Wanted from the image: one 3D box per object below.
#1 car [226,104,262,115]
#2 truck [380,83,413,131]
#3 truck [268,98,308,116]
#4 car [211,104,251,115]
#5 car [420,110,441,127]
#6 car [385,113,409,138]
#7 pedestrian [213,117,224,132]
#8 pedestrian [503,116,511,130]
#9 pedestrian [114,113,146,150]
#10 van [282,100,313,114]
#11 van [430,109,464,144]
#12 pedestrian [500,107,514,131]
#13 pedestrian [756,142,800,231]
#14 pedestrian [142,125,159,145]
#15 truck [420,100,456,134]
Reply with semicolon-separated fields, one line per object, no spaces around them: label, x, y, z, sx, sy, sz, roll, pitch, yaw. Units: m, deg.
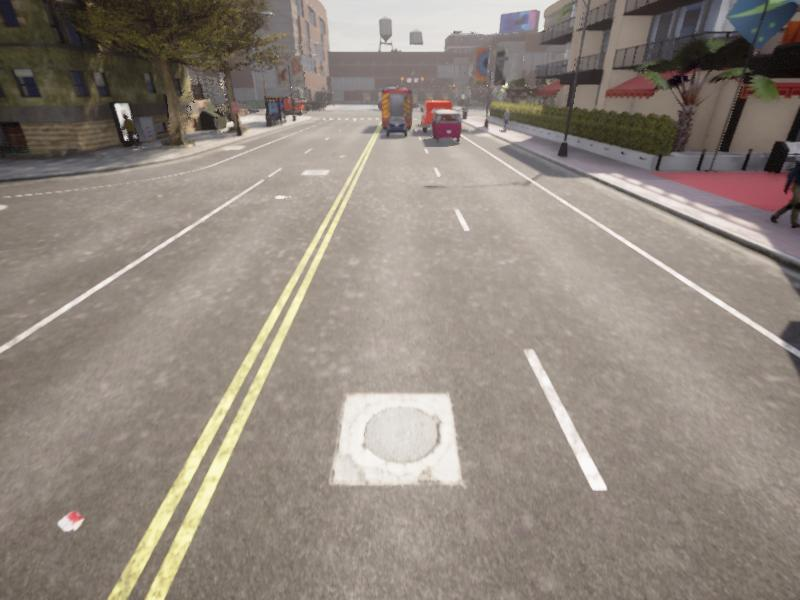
car;-25.920;-31.761;66.629;4.902;1.511;2.128;0;27;0
truck;-0.307;-19.139;39.525;2.891;3.827;8.468;0;27;0
truck;-17.595;-30.488;63.023;5.204;2.467;2.627;6;28;12
car;-26.738;-30.201;63.497;5.366;1.575;1.801;0;27;0
car;3.172;-19.213;42.221;1.970;1.475;3.806;0;27;0
car;-0.251;-14.042;32.122;1.789;1.549;3.705;0;27;0
pedestrian;-15.322;-14.788;33.701;0.500;1.100;0.500;-1;27;-1
pedestrian;9.527;-15.799;35.621;0.500;1.100;0.500;0;27;0
pedestrian;-15.466;-9.664;22.941;0.751;1.860;0.751;8;28;16
van;-16.986;-32.021;66.472;4.480;2.038;2.069;0;27;0
van;3.274;-12.528;28.710;1.775;1.987;4.442;0;27;0
pedestrian;9.067;-15.367;33.955;0.751;1.860;0.751;-1;27;-2
pedestrian;9.232;-2.594;9.197;0.751;1.860;0.751;3;27;7
pedestrian;-15.580;-10.302;25.007;0.500;1.100;0.500;-1;27;-2
truck;3.221;-16.290;35.467;2.627;2.467;5.204;0;27;0
